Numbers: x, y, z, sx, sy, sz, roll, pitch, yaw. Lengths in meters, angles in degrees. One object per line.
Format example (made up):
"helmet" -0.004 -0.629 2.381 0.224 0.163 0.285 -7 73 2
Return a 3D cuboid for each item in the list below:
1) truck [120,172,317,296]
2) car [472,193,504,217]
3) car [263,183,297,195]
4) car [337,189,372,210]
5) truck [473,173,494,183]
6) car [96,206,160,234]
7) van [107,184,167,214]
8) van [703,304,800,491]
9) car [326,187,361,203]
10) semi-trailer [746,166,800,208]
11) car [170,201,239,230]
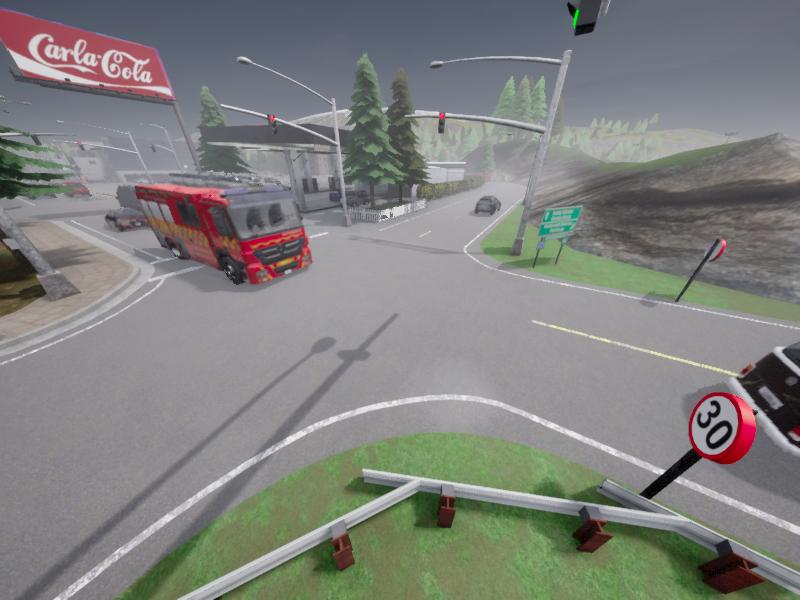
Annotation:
"truck" -8.256 -3.558 10.643 8.468 3.827 2.891 17 34 25
"car" 9.477 -10.241 24.705 2.033 1.649 4.856 17 34 26
"car" -21.918 -20.504 42.469 1.930 1.638 5.238 16 34 26
"car" -5.367 -12.080 27.650 1.905 1.878 3.866 16 34 26
"truck" 25.882 -37.910 71.788 5.204 2.467 2.627 19 35 30
"car" -20.585 -6.138 17.505 4.181 1.385 1.994 17 34 27
"van" -27.758 -10.661 24.354 5.915 2.561 1.988 12 32 27
"van" 8.064 1.950 2.801 4.480 2.038 2.069 16 34 26
"car" -8.082 -15.233 33.445 2.242 1.667 4.611 16 34 26
"semi-trailer" 51.373 -14.253 28.873 2.717 4.402 14.254 16 34 26
"car" -15.589 -6.828 18.435 4.611 1.667 2.242 15 31 27
